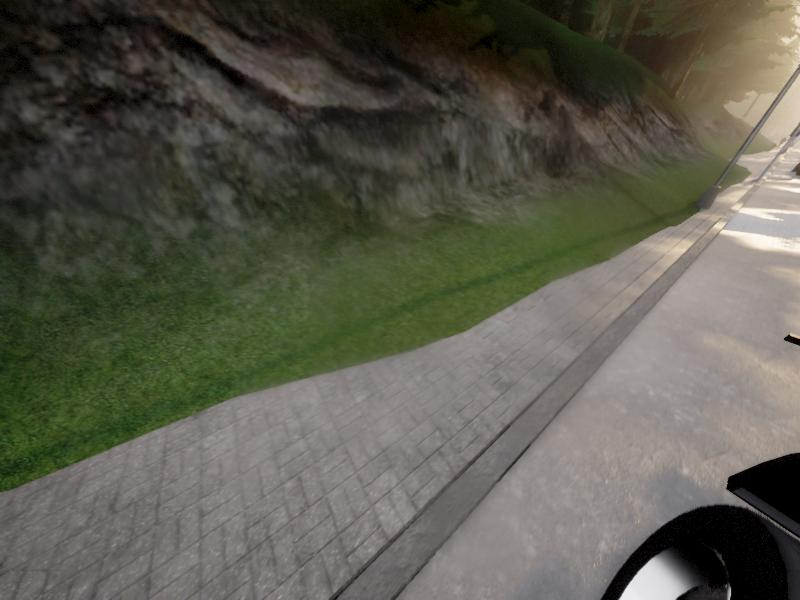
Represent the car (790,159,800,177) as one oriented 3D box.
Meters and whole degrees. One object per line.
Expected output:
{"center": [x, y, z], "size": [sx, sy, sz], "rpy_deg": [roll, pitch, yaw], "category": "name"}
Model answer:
{"center": [28.325, -9.083, 15.078], "size": [4.611, 1.667, 2.242], "rpy_deg": [-25, 42, -30], "category": "car"}
